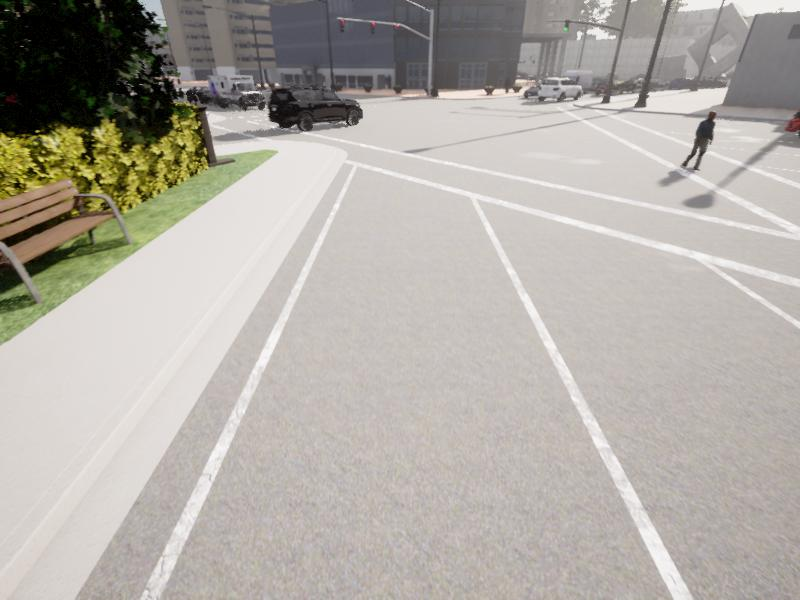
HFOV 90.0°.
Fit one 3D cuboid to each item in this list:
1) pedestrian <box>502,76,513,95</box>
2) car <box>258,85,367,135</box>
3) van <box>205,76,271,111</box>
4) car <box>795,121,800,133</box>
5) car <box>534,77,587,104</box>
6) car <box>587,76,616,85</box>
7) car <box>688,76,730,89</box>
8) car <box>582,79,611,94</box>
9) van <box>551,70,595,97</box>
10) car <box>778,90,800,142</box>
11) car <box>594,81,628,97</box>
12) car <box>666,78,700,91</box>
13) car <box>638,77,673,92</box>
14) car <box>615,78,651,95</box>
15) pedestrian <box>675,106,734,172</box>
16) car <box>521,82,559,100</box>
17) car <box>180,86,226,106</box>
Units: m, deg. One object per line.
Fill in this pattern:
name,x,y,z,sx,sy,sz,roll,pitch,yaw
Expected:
pedestrian,12.159,-24.296,45.315,0.751,1.860,0.751,15,34,25
car,-4.648,-10.705,22.292,2.150,2.045,5.566,25,38,36
van,-13.941,-17.806,34.261,2.351,2.431,6.366,-26,39,-37
car,22.805,-8.755,19.301,1.882,1.535,5.008,-26,39,-37
car,15.696,-20.513,39.007,5.566,2.045,2.150,-26,39,-36
car,37.516,-41.074,74.737,2.033,1.411,5.357,-5,31,-8
car,47.001,-33.083,60.811,4.611,1.667,2.242,21,37,32
car,25.086,-27.338,51.163,3.633,1.501,1.845,-27,39,-37
van,20.321,-25.395,46.852,5.915,2.561,1.988,-26,39,-37
car,20.315,-7.727,17.040,2.150,2.045,5.566,-26,39,-37
car,24.455,-24.511,46.387,4.193,1.474,1.816,-26,39,-37
car,40.746,-31.079,57.586,4.193,1.474,1.816,-15,33,-23
car,34.683,-29.233,54.276,5.238,1.638,1.930,-22,37,-33
car,29.327,-26.932,50.352,5.238,1.638,1.930,-26,39,-37
pedestrian,9.768,-5.178,12.900,0.751,1.860,0.751,4,31,7
car,14.939,-22.309,42.639,4.193,1.474,1.816,-26,39,-37
car,-19.427,-20.148,39.361,2.128,1.511,4.902,-26,39,-37
